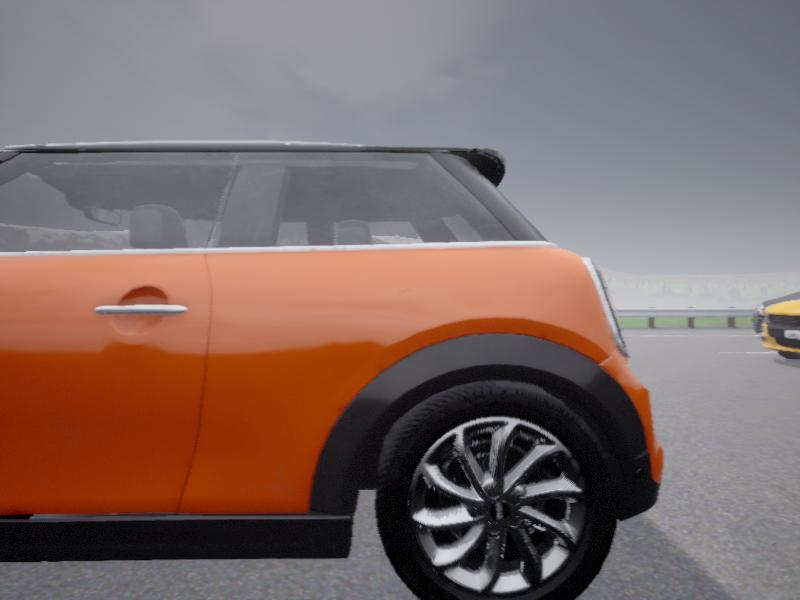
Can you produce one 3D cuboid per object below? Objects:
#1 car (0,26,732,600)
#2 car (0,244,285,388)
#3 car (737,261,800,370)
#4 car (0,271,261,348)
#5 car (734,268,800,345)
[{"bbox_3d":[-1.321,0.095,2.198,4.553,1.767,2.097,0,0,0],"label":"car"},{"bbox_3d":[-4.453,0.183,5.693,5.027,1.651,2.152,0,0,0],"label":"car"},{"bbox_3d":[8.107,0.219,5.708,5.008,1.535,1.882,0,0,0],"label":"car"},{"bbox_3d":[-6.184,0.203,9.193,5.366,1.575,1.801,0,0,0],"label":"car"},{"bbox_3d":[10.947,0.153,9.212,4.611,1.667,2.242,0,0,0],"label":"car"}]
